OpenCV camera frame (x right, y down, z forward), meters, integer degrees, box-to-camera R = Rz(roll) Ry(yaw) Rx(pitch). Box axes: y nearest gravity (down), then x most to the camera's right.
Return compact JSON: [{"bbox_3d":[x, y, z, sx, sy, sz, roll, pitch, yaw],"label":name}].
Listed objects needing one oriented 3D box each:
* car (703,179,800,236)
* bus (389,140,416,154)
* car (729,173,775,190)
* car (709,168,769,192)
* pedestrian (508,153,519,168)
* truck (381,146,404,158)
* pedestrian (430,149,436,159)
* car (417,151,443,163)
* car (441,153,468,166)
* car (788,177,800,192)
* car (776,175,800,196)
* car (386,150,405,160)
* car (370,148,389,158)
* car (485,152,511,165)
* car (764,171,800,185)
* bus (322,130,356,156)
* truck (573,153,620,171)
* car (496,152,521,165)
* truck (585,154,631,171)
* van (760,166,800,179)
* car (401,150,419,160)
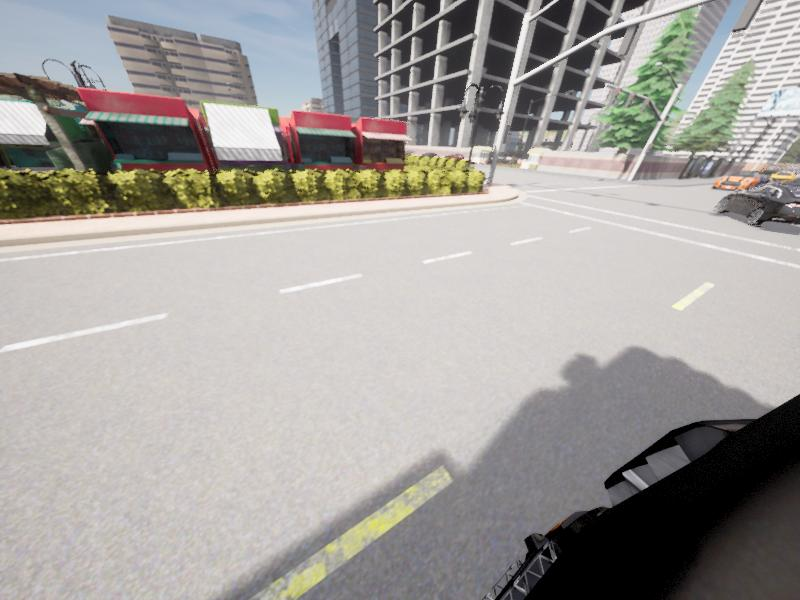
[{"bbox_3d":[16.330,-4.161,10.070,2.128,1.511,4.902,21,37,24],"label":"car"},{"bbox_3d":[1.020,-61.421,92.673,10.273,4.253,3.944,-16,38,-26],"label":"bus"},{"bbox_3d":[39.022,-13.165,25.592,4.718,1.301,1.895,-15,38,-25],"label":"car"},{"bbox_3d":[32.938,-11.685,22.446,4.553,1.767,2.097,-15,38,-25],"label":"car"},{"bbox_3d":[16.792,-20.656,34.242,0.751,1.860,0.751,-3,34,-8],"label":"pedestrian"},{"bbox_3d":[-1.838,-33.367,52.061,2.390,2.098,6.274,-16,38,-26],"label":"truck"},{"bbox_3d":[6.923,-30.997,49.062,0.751,1.860,0.751,-16,38,-26],"label":"pedestrian"},{"bbox_3d":[5.360,-25.917,41.900,1.882,1.535,5.008,-16,38,-26],"label":"car"},{"bbox_3d":[8.644,-22.669,37.197,1.851,1.617,3.988,-16,38,-26],"label":"car"},{"bbox_3d":[43.963,-12.392,24.627,4.892,1.490,1.837,-15,38,-25],"label":"car"},{"bbox_3d":[37.690,-10.653,21.528,4.892,1.490,1.837,-16,38,-26],"label":"car"},{"bbox_3d":[-0.904,-28.222,45.045,1.994,1.385,4.181,-16,38,-26],"label":"car"},{"bbox_3d":[-4.486,-31.916,50.104,2.152,1.651,5.027,-16,38,-26],"label":"car"},{"bbox_3d":[18.806,-27.284,44.427,1.905,1.878,3.866,-16,38,-26],"label":"car"},{"bbox_3d":[56.439,-18.087,34.121,5.008,1.535,1.882,-15,38,-25],"label":"car"},{"bbox_3d":[-13.586,-34.523,50.955,3.944,4.253,10.273,-16,38,-26],"label":"bus"},{"bbox_3d":[34.743,-24.526,41.024,2.615,2.467,5.204,-16,38,-26],"label":"truck"},{"bbox_3d":[21.364,-27.995,45.694,1.905,1.878,3.866,-16,38,-26],"label":"car"},{"bbox_3d":[38.492,-25.568,42.880,2.615,2.467,5.204,-16,38,-26],"label":"truck"},{"bbox_3d":[81.611,-27.253,49.445,1.775,1.987,4.442,-15,38,-25],"label":"van"},{"bbox_3d":[2.005,-29.287,46.703,1.789,1.549,3.705,-16,38,-26],"label":"car"}]
